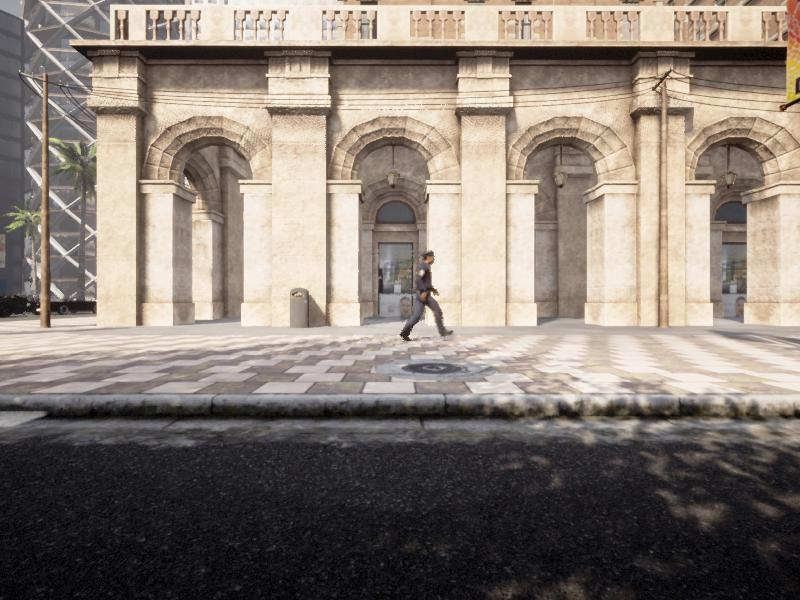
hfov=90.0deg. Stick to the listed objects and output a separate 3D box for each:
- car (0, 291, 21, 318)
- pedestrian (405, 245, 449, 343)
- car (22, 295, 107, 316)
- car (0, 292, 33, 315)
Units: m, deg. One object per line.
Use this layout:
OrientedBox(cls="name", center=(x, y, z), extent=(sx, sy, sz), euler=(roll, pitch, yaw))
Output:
OrientedBox(cls="car", center=(-23.029, 0.251, 21.246), extent=(1.816, 1.474, 4.193), euler=(0, 0, 0))
OrientedBox(cls="pedestrian", center=(0.522, -0.115, 8.002), extent=(0.751, 1.860, 0.751), euler=(0, 0, -8))
OrientedBox(cls="car", center=(-23.035, 0.340, 27.750), extent=(1.895, 1.301, 4.718), euler=(0, 0, 0))
OrientedBox(cls="car", center=(-26.532, 0.225, 25.583), extent=(2.007, 1.525, 4.514), euler=(0, 0, 0))
